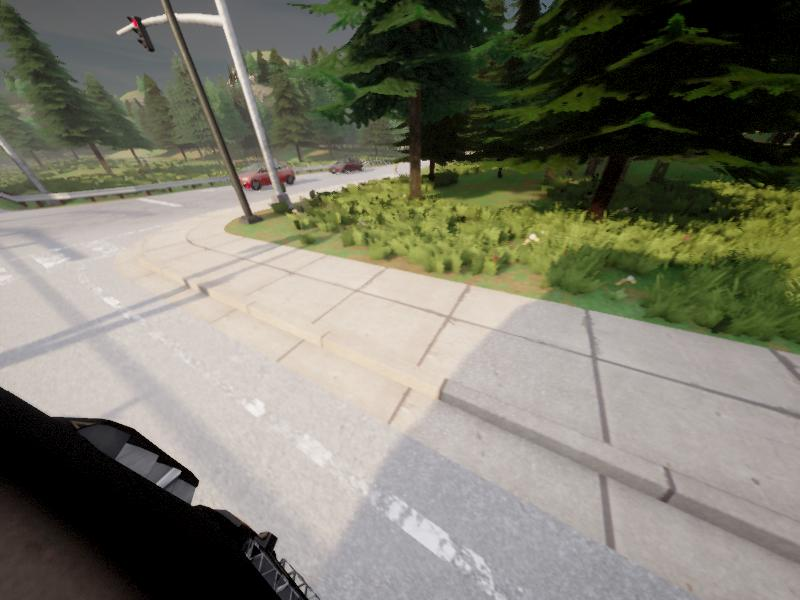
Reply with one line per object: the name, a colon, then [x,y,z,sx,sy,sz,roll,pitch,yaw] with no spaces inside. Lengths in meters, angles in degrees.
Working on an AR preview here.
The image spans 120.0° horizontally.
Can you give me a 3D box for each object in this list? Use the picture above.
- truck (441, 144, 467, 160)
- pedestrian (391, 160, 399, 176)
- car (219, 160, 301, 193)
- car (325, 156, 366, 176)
truck: [9.702,-26.349,40.983,2.390,2.098,6.274,16,38,26]
pedestrian: [-0.377,-10.915,19.099,0.500,1.100,0.500,7,35,14]
car: [-10.417,-9.524,17.610,2.242,1.667,4.611,15,38,25]
car: [-5.728,-14.376,24.729,1.816,1.474,4.193,15,38,25]
